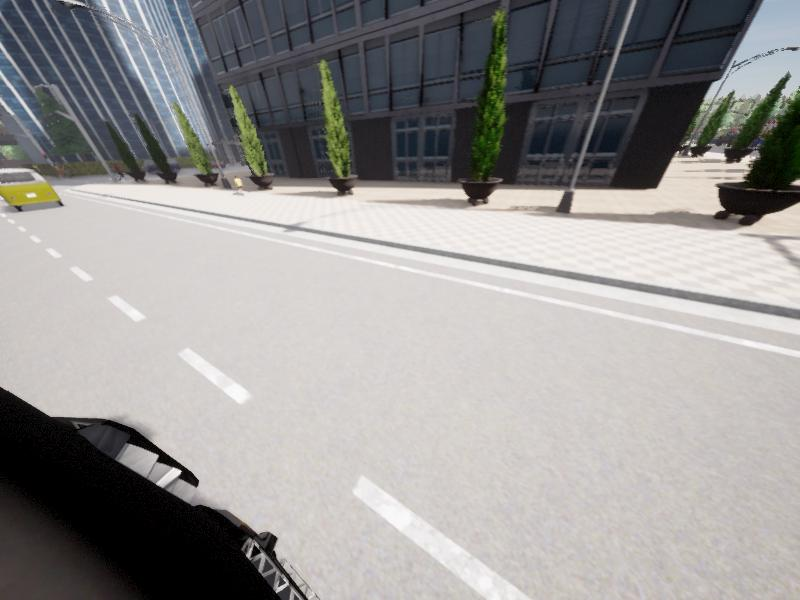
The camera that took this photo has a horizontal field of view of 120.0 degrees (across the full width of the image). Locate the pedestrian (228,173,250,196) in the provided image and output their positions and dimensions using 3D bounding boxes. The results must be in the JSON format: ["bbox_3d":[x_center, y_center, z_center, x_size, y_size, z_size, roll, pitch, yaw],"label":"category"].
[{"bbox_3d":[-9.122,-6.550,13.121,0.500,1.100,0.500,15,38,25],"label":"pedestrian"}]

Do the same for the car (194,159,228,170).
[{"bbox_3d":[-34.535,-24.844,42.392,1.816,1.474,4.193,16,38,25],"label":"car"}]

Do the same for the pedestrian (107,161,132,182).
[{"bbox_3d":[-29.203,-13.344,24.041,0.751,1.860,0.751,16,38,26],"label":"pedestrian"}]

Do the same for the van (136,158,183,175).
[{"bbox_3d":[-38.228,-21.336,36.901,1.775,1.987,4.442,16,38,25],"label":"van"}]

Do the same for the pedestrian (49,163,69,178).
[{"bbox_3d":[-51.983,-19.716,35.200,0.751,1.860,0.751,-23,39,-28],"label":"pedestrian"}]

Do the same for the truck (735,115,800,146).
[{"bbox_3d":[61.518,-28.010,38.341,2.891,3.827,8.468,15,38,25],"label":"truck"}]

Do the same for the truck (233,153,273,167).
[{"bbox_3d":[-30.457,-29.245,48.177,2.390,2.098,6.274,16,38,25],"label":"truck"}]

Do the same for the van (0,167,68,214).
[{"bbox_3d":[-21.671,-6.454,13.356,4.442,1.987,1.775,19,39,29],"label":"van"}]

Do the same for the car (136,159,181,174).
[{"bbox_3d":[-40.769,-22.655,39.160,1.932,1.855,4.605,16,38,25],"label":"car"}]

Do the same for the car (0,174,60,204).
[{"bbox_3d":[-26.862,-7.971,16.411,4.514,1.525,2.007,16,38,26],"label":"car"}]
